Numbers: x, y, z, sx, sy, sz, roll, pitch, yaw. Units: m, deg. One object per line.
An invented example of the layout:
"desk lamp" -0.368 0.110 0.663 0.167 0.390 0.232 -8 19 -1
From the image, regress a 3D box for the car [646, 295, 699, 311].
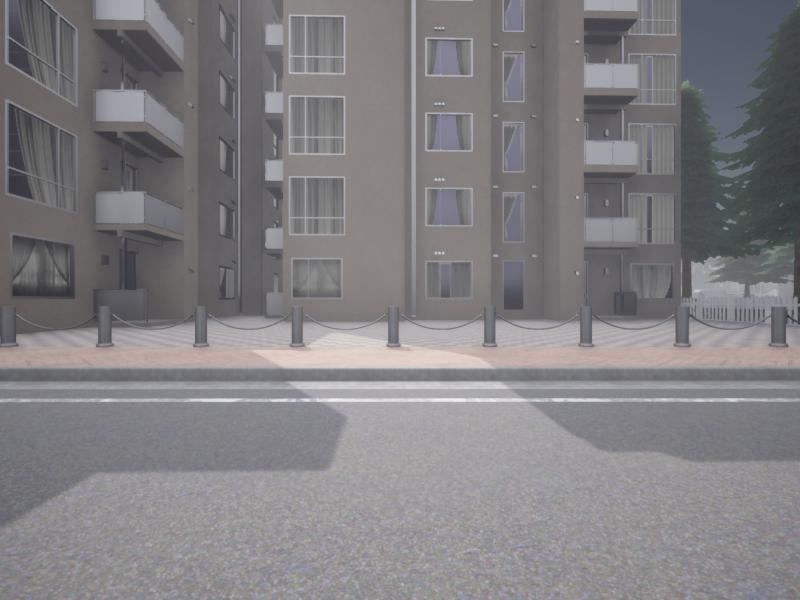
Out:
"car" 27.379 0.260 40.418 1.837 1.490 4.892 0 0 -2

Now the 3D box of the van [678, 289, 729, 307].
"van" 43.465 -0.278 57.400 5.915 2.561 1.988 0 0 -1
